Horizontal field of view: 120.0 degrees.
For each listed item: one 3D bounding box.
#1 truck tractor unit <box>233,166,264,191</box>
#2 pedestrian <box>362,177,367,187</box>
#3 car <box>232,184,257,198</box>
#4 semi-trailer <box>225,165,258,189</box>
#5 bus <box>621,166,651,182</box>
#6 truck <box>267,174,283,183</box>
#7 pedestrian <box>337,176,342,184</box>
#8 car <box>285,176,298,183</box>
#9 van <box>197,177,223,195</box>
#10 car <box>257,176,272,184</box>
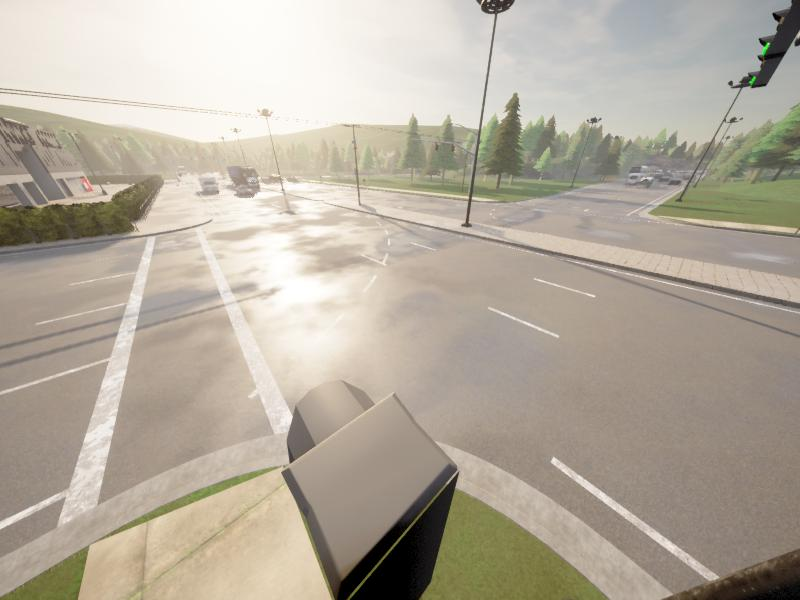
[{"bbox_3d":[-30.674,-24.688,46.634,3.053,4.208,6.516,-23,37,-34],"label":"truck tractor unit"},{"bbox_3d":[-7.989,-26.582,51.934,0.751,1.860,0.751,-22,36,-33],"label":"pedestrian"},{"bbox_3d":[-24.397,-17.139,36.255,2.038,1.542,4.974,-23,38,-34],"label":"car"},{"bbox_3d":[-35.775,-27.796,51.828,2.717,4.402,14.254,-23,37,-34],"label":"semi-trailer"},{"bbox_3d":[75.916,-40.623,74.207,10.273,4.253,3.944,-23,37,-34],"label":"bus"},{"bbox_3d":[-37.708,-36.658,69.499,2.390,2.098,6.274,-23,37,-35],"label":"truck"},{"bbox_3d":[-15.593,-31.072,59.711,0.751,1.860,0.751,-22,37,-33],"label":"pedestrian"},{"bbox_3d":[-32.379,-36.040,68.922,1.851,1.617,3.988,-23,37,-34],"label":"car"},{"bbox_3d":[-33.552,-20.185,40.640,2.351,2.431,6.366,-23,37,-34],"label":"van"},{"bbox_3d":[-38.621,-34.303,65.898,2.152,1.651,5.027,-23,37,-34],"label":"car"}]
